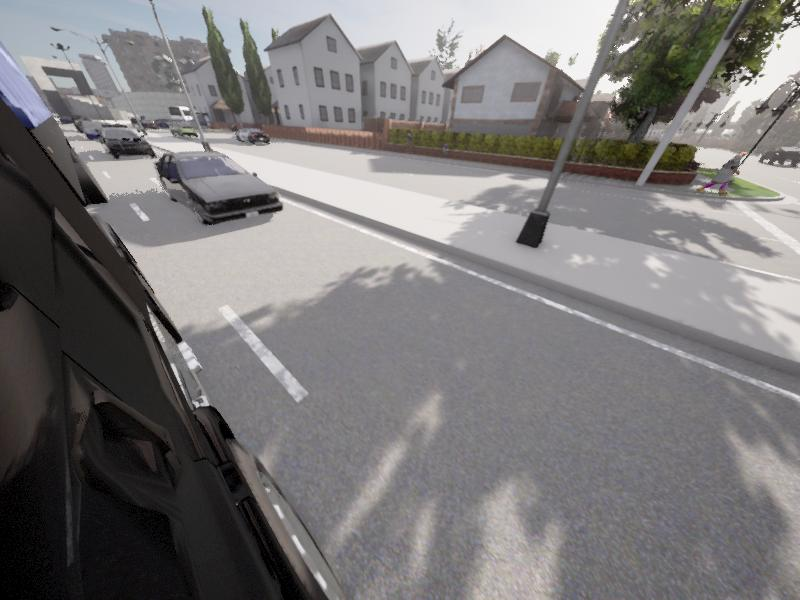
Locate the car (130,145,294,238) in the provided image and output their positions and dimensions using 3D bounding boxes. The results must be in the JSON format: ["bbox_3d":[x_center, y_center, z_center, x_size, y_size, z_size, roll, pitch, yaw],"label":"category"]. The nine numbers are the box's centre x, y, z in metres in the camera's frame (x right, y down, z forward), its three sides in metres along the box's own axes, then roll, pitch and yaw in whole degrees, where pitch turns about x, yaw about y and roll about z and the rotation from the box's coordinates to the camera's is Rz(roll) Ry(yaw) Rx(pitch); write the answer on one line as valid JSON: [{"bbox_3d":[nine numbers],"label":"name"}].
[{"bbox_3d":[-5.663,-3.529,6.834,5.357,1.411,2.033,29,44,30],"label":"car"}]

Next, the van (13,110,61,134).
[{"bbox_3d":[-40.823,-20.098,26.109,4.480,2.038,2.069,28,44,30],"label":"van"}]

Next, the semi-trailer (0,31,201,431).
[{"bbox_3d":[-8.637,-3.661,4.264,14.254,4.402,2.717,29,44,30],"label":"semi-trailer"}]

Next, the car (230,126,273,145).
[{"bbox_3d":[-16.945,-18.755,26.307,4.974,1.542,2.038,29,44,30],"label":"car"}]

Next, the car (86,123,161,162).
[{"bbox_3d":[-17.164,-9.864,14.331,5.238,1.638,1.930,28,44,30],"label":"car"}]

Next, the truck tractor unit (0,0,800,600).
[{"bbox_3d":[-2.645,-0.295,0.351,6.516,4.208,3.053,28,44,30],"label":"truck tractor unit"}]

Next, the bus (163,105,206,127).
[{"bbox_3d":[-61.046,-52.305,65.918,3.944,4.253,10.273,-5,38,-10],"label":"bus"}]

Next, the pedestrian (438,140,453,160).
[{"bbox_3d":[3.715,-12.427,19.106,0.751,1.300,0.751,29,44,31],"label":"pedestrian"}]

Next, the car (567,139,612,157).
[{"bbox_3d":[22.714,-18.317,27.784,3.806,1.475,1.970,29,44,30],"label":"car"}]

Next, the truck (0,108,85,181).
[{"bbox_3d":[-16.411,-6.859,10.000,6.274,2.098,2.390,28,45,31],"label":"truck"}]

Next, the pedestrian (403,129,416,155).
[{"bbox_3d":[0.870,-14.182,20.795,0.751,1.860,0.751,30,44,31],"label":"pedestrian"}]

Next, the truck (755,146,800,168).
[{"bbox_3d":[52.893,-19.921,31.949,2.390,2.098,6.274,28,44,30],"label":"truck"}]

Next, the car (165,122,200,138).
[{"bbox_3d":[-28.336,-22.174,30.125,4.514,1.525,2.007,28,44,30],"label":"car"}]

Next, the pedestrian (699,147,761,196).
[{"bbox_3d":[15.162,-5.921,10.707,0.751,1.860,0.751,32,45,33],"label":"pedestrian"}]

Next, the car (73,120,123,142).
[{"bbox_3d":[-29.053,-16.244,22.202,4.792,1.488,2.163,28,44,30],"label":"car"}]

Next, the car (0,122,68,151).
[{"bbox_3d":[-25.448,-11.487,16.184,4.181,1.385,1.994,29,44,30],"label":"car"}]
